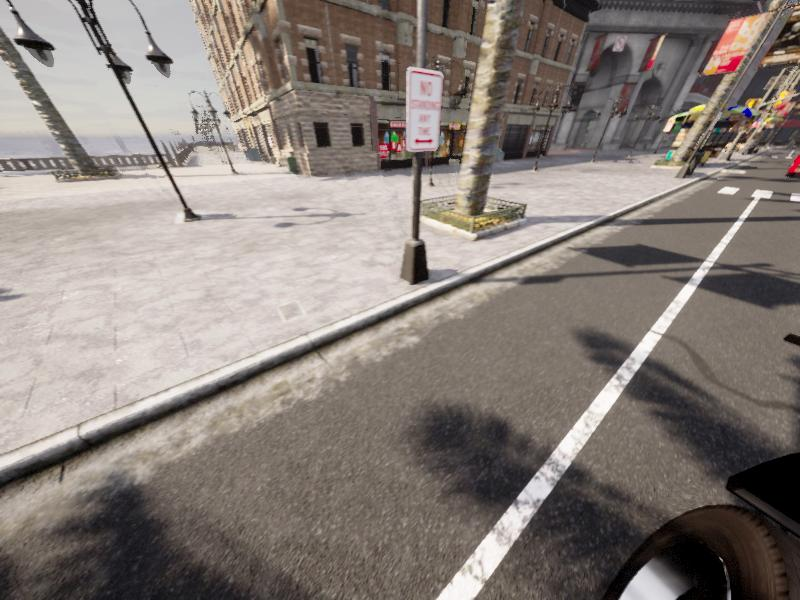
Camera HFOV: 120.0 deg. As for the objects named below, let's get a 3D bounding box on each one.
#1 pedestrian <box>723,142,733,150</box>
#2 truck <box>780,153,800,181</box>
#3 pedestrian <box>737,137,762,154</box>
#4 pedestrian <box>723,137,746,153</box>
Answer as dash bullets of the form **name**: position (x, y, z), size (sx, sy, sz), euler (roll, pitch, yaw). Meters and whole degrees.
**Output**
- **pedestrian**: position (56.534, -26.640, 39.857), size (0.500, 1.100, 0.500), euler (-21, 40, -27)
- **truck**: position (27.769, -9.762, 14.155), size (8.468, 3.827, 2.891), euler (-22, 41, -28)
- **pedestrian**: position (44.617, -19.733, 29.524), size (0.751, 1.860, 0.751), euler (-2, 35, -2)
- **pedestrian**: position (45.175, -20.942, 31.232), size (0.751, 1.860, 0.751), euler (-1, 35, -1)
